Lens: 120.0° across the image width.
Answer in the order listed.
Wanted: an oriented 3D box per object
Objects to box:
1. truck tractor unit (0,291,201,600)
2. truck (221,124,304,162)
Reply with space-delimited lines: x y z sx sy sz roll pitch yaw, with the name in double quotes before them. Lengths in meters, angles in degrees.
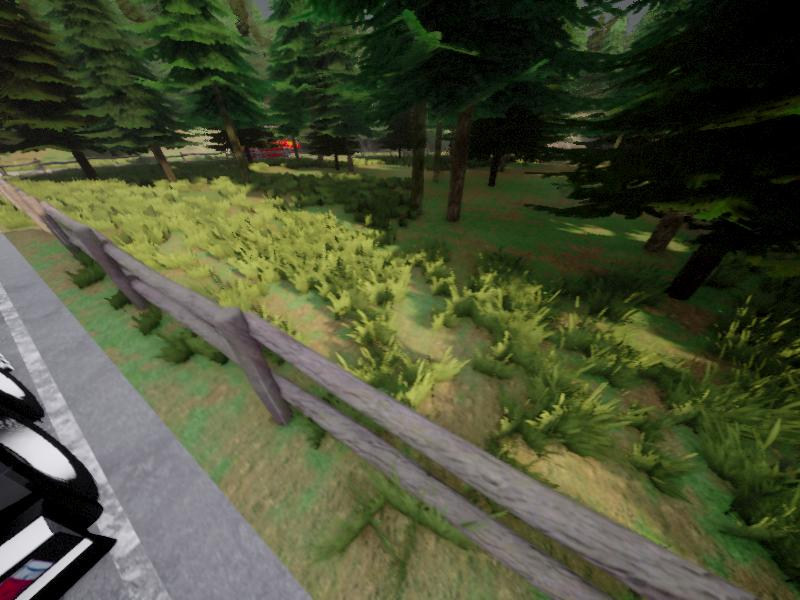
"truck tractor unit" -5.155 -0.255 0.708 6.516 4.208 3.053 17 38 22
"truck" -17.961 -20.902 30.856 8.468 3.827 2.891 -17 38 -22
